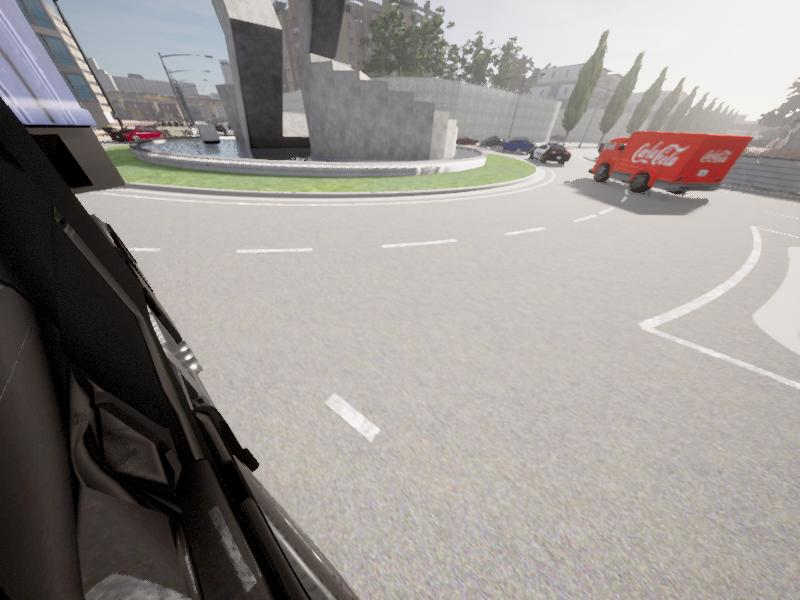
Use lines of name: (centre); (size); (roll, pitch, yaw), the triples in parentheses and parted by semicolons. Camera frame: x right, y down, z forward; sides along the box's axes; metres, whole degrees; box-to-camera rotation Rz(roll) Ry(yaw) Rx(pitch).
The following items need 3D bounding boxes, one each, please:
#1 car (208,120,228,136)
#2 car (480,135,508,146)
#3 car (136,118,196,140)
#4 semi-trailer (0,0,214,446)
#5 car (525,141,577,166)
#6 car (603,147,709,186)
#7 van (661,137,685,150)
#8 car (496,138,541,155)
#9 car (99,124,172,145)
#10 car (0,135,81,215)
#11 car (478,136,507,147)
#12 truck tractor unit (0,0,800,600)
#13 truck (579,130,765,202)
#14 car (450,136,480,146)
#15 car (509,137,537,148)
car: (-29.941, -28.382, 38.072); (1.905, 1.878, 3.866); (-16, 42, -23)
car: (17.877, -30.245, 43.820); (4.974, 1.542, 2.038); (-21, 43, -28)
car: (-27.550, -20.350, 27.524); (1.932, 1.855, 4.605); (8, 37, 5)
semi-trailer: (-9.951, -2.137, 2.188); (14.254, 4.402, 2.717); (10, 38, 9)
car: (13.959, -13.901, 21.776); (2.038, 1.542, 4.974); (5, 37, 2)
car: (16.460, -9.049, 15.371); (2.033, 1.649, 4.856); (6, 37, 5)
van: (68.909, -39.600, 58.385); (5.915, 2.561, 1.988); (-21, 43, -28)
car: (15.198, -20.026, 30.016); (1.882, 1.535, 5.008); (-13, 40, -20)
car: (-25.178, -15.985, 22.271); (1.994, 1.385, 4.181); (6, 37, 5)
car: (-12.566, -3.757, 6.562); (5.366, 1.575, 1.801); (13, 38, 14)
car: (15.819, -26.952, 39.372); (4.674, 1.442, 1.812); (-20, 42, -27)
truck tractor unit: (-2.645, -0.295, 0.351); (6.516, 4.208, 3.053); (28, 44, 30)
truck: (12.717, -7.006, 11.727); (2.627, 2.467, 5.204); (-1, 37, -4)
car: (11.323, -27.877, 40.452); (4.718, 1.301, 1.895); (-15, 40, -22)
car: (23.094, -29.679, 43.385); (4.974, 1.542, 2.038); (-21, 43, -28)
